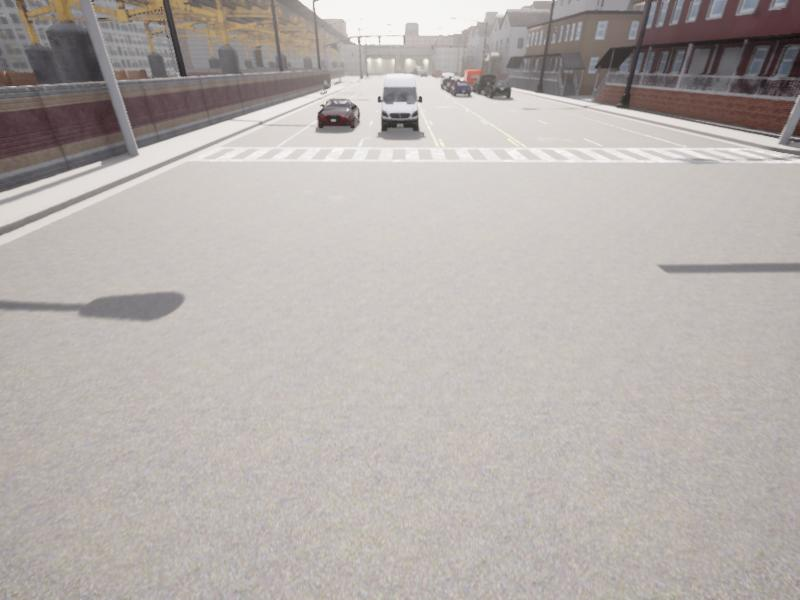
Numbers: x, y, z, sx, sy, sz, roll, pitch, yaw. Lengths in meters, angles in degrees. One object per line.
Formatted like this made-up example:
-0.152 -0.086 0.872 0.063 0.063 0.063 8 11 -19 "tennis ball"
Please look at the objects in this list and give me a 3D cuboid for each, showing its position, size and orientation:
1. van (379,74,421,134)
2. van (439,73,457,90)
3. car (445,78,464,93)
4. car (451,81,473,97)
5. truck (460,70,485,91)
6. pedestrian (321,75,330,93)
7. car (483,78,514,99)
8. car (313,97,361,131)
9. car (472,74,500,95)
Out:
-0.002 -11.117 22.418 1.988 2.561 5.915 0 30 0 "van"
7.005 -32.107 58.702 2.069 2.038 4.480 0 31 0 "van"
7.007 -27.752 51.700 1.851 1.617 3.988 0 30 0 "car"
6.995 -24.205 45.814 1.812 1.442 4.674 0 30 0 "car"
10.412 -31.718 57.629 2.627 2.467 5.204 0 31 1 "truck"
-8.863 -25.704 47.610 0.751 1.860 0.751 2 30 3 "pedestrian"
10.504 -22.763 43.008 2.097 1.767 4.553 0 30 0 "car"
-3.486 -10.781 23.003 1.994 1.385 4.181 1 30 1 "car"
10.483 -26.530 49.181 2.150 2.045 5.566 0 30 0 "car"
